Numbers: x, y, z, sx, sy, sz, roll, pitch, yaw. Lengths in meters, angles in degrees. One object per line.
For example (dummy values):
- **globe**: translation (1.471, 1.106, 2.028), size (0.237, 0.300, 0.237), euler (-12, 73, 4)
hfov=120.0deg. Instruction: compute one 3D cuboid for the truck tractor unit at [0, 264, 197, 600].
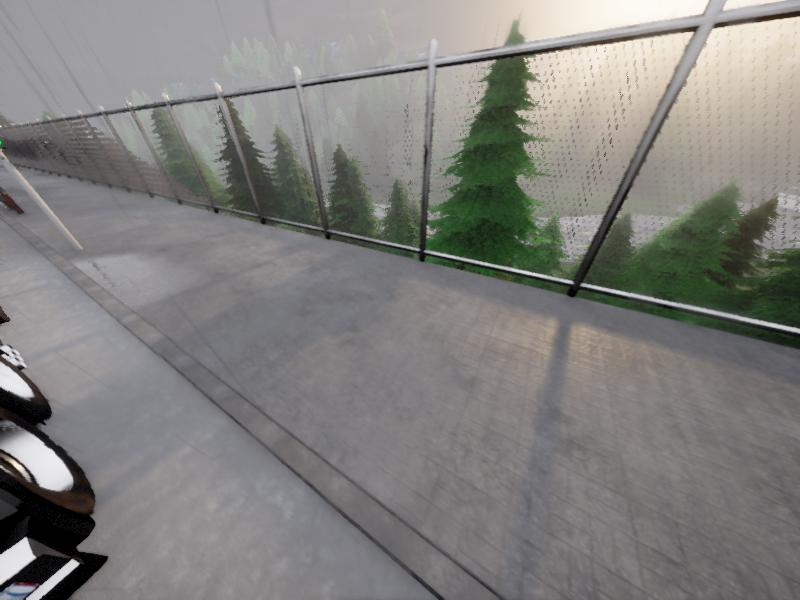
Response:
- **truck tractor unit**: translation (-5.111, -0.301, 0.780), size (6.516, 4.208, 3.053), euler (18, 39, 24)
